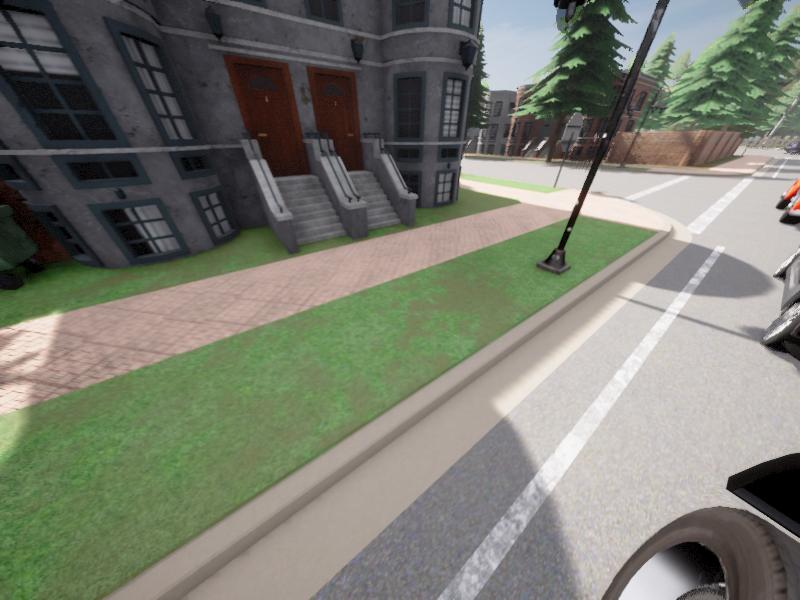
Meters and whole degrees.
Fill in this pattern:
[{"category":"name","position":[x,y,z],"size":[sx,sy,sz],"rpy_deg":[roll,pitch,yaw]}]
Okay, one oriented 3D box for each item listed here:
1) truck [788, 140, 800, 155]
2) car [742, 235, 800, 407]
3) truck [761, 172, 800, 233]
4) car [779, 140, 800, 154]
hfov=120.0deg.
[{"category":"truck","position":[57.211,-20.147,30.241],"size":[2.390,2.098,6.274],"rpy_deg":[-22,41,-28]},{"category":"car","position":[6.555,-0.175,2.706],"size":[5.238,1.638,1.930],"rpy_deg":[-22,41,-28]},{"category":"truck","position":[13.754,-3.457,6.564],"size":[5.204,2.467,2.627],"rpy_deg":[-22,41,-28]},{"category":"car","position":[59.175,-21.872,33.080],"size":[2.033,1.649,4.856],"rpy_deg":[-22,41,-28]}]
